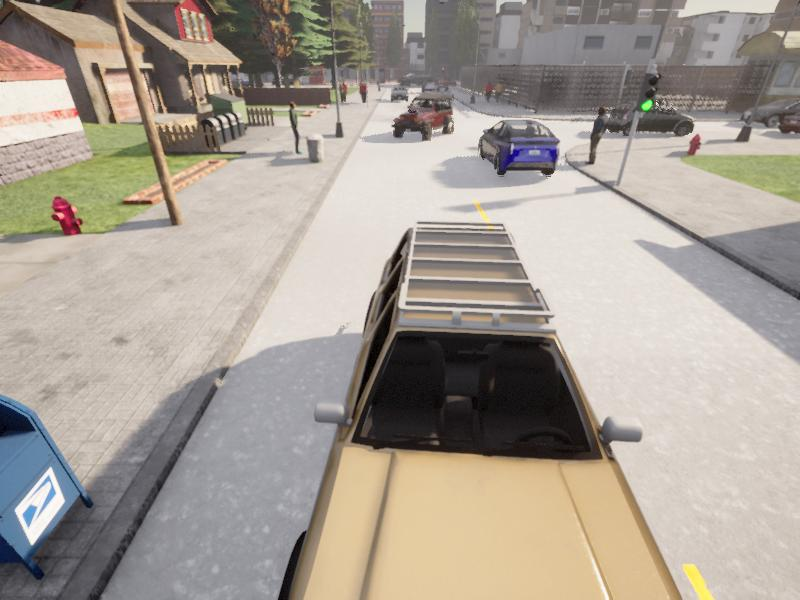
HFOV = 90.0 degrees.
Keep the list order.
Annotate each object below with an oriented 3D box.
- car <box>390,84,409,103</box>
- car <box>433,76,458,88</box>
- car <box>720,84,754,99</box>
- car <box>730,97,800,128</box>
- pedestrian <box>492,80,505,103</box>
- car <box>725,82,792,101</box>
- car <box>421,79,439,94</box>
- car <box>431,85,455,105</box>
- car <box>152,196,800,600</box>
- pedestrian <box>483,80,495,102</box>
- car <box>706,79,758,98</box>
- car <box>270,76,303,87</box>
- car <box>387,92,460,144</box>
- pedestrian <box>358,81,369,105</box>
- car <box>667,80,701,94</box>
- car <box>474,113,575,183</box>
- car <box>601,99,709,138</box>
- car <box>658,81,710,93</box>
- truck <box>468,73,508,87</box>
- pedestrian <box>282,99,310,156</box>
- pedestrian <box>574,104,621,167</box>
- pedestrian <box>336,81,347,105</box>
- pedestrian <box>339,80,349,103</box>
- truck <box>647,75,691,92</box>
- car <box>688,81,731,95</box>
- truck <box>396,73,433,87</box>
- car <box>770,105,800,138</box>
[{"bbox_3d":[-0.021,-20.766,40.226,1.816,1.474,4.193,0,30,0],"label":"car"},{"bbox_3d":[7.894,-37.933,69.597,3.988,1.617,1.851,-17,34,-27],"label":"car"},{"bbox_3d":[37.474,-23.229,44.524,2.207,1.379,1.481,0,30,0],"label":"car"},{"bbox_3d":[23.350,-11.272,24.013,4.902,1.511,2.128,0,30,0],"label":"car"},{"bbox_3d":[9.164,-19.405,37.281,0.751,1.860,0.751,1,30,1],"label":"pedestrian"},{"bbox_3d":[38.087,-22.246,42.632,4.611,1.667,2.242,0,30,0],"label":"car"},{"bbox_3d":[3.965,-28.778,53.844,2.033,1.649,4.856,0,30,0],"label":"car"},{"bbox_3d":[3.980,-19.458,37.945,1.845,1.501,3.633,0,30,0],"label":"car"},{"bbox_3d":[0.478,0.711,3.100,1.932,1.855,4.605,2,29,4],"label":"car"},{"bbox_3d":[8.493,-19.995,38.292,0.751,1.860,0.751,1,30,1],"label":"pedestrian"},{"bbox_3d":[38.337,-24.497,46.288,3.866,1.878,1.905,0,30,0],"label":"car"},{"bbox_3d":[-19.834,-38.342,70.145,5.027,1.651,2.152,0,30,0],"label":"car"},{"bbox_3d":[1.231,-9.056,19.718,1.905,1.878,3.866,16,34,27],"label":"car"},{"bbox_3d":[-3.236,-18.324,35.381,0.751,1.860,0.751,3,30,5],"label":"pedestrian"},{"bbox_3d":[38.686,-29.175,54.637,1.789,1.547,3.705,0,30,0],"label":"car"},{"bbox_3d":[3.998,-5.381,13.789,2.007,1.525,4.514,0,30,0],"label":"car"},{"bbox_3d":[12.929,-9.333,20.537,3.988,1.617,1.851,0,30,-1],"label":"car"},{"bbox_3d":[38.845,-29.227,54.870,5.357,1.415,2.033,0,30,0],"label":"car"},{"bbox_3d":[15.398,-38.495,70.111,6.274,2.098,2.390,0,30,0],"label":"truck"},{"bbox_3d":[-3.917,-6.493,15.072,0.751,1.860,0.751,-7,31,-12],"label":"pedestrian"},{"bbox_3d":[6.625,-5.537,13.488,0.751,1.860,0.751,-16,34,-25],"label":"pedestrian"},{"bbox_3d":[-5.165,-18.195,35.151,0.751,1.860,0.751,0,30,-1],"label":"pedestrian"},{"bbox_3d":[-5.186,-19.379,37.182,0.751,1.860,0.751,0,30,0],"label":"pedestrian"},{"bbox_3d":[39.008,-31.490,58.135,4.478,2.038,2.069,0,30,0],"label":"truck"},{"bbox_3d":[39.261,-26.924,50.797,3.633,1.501,1.845,0,30,0],"label":"car"},{"bbox_3d":[2.543,-38.868,70.687,6.274,2.098,2.390,-20,36,-31],"label":"truck"},{"bbox_3d":[22.198,-9.182,20.562,4.181,1.385,1.994,-1,30,-1],"label":"car"}]
